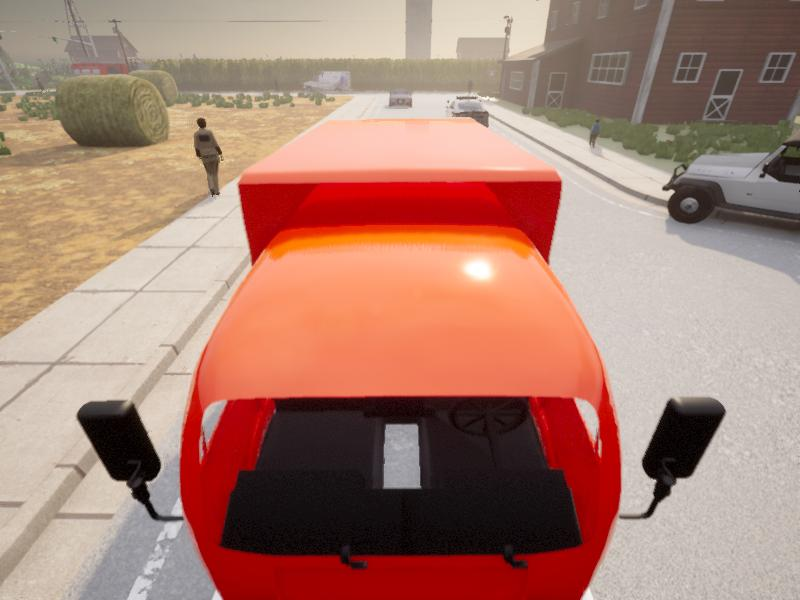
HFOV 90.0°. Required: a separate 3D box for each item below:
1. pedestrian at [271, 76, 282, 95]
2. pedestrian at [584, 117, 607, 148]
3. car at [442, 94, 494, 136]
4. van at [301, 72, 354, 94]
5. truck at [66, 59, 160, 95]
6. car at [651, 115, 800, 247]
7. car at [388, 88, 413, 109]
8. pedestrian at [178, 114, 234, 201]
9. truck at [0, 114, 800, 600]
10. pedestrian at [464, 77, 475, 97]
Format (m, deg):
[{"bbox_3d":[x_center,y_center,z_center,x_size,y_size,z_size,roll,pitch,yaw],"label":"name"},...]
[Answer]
[{"bbox_3d":[-14.249,-24.750,46.214,0.751,1.860,0.751,10,32,16],"label":"pedestrian"},{"bbox_3d":[7.840,-6.733,16.090,0.500,1.100,0.500,5,31,8],"label":"pedestrian"},{"bbox_3d":[3.546,-10.209,21.851,1.930,1.638,5.238,0,30,0],"label":"car"},{"bbox_3d":[-9.423,-28.459,52.350,6.366,2.431,2.351,1,30,1],"label":"van"},{"bbox_3d":[-35.138,-27.517,49.346,8.468,3.827,2.891,1,30,1],"label":"truck"},{"bbox_3d":[7.684,-2.399,7.927,1.905,1.878,3.866,-30,40,-32],"label":"car"},{"bbox_3d":[0.047,-17.346,34.333,1.994,1.385,4.181,0,30,0],"label":"car"},{"bbox_3d":[-4.651,-3.454,9.723,0.751,1.860,0.751,-8,31,-13],"label":"pedestrian"},{"bbox_3d":[0.003,-0.127,3.746,2.627,2.467,5.204,0,30,0],"label":"truck"},{"bbox_3d":[7.401,-22.667,42.602,0.751,1.860,0.751,-5,31,-8],"label":"pedestrian"}]
